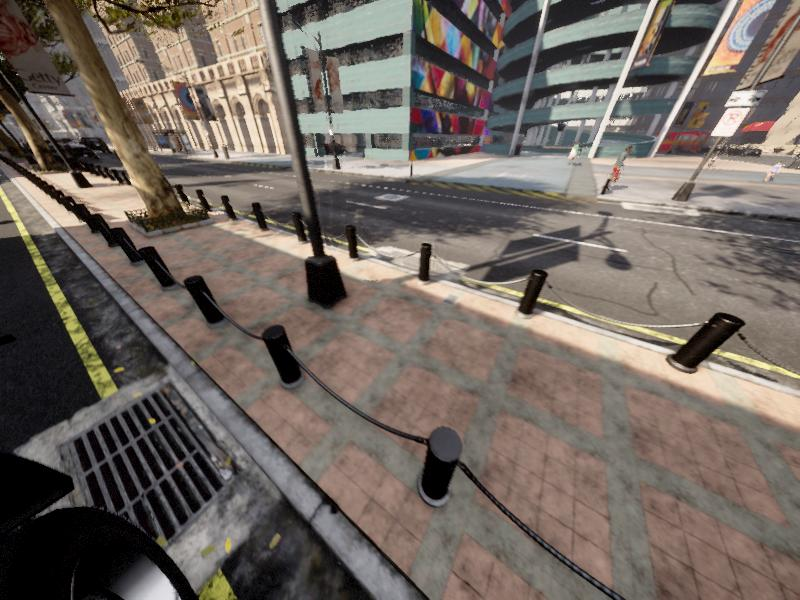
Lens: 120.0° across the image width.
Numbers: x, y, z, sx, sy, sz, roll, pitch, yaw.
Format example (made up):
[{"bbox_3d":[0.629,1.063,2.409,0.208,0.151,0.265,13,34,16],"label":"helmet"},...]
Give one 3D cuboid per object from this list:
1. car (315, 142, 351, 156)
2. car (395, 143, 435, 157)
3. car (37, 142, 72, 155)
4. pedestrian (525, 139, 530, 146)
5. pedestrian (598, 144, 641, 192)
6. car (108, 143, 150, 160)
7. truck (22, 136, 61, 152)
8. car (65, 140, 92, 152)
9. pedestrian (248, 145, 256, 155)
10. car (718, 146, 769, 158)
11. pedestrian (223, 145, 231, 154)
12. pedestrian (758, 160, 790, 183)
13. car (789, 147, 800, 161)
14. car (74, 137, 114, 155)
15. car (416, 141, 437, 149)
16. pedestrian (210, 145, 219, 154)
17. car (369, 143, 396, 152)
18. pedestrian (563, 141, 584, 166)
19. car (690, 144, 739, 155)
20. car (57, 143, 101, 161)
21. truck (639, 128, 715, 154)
[{"bbox_3d":[-9.937,-22.409,34.190,4.786,1.482,2.161,21,40,27],"label":"car"},{"bbox_3d":[2.003,-20.689,31.781,4.902,1.511,2.128,21,40,27],"label":"car"},{"bbox_3d":[-50.506,-22.188,33.770,4.181,1.385,1.994,21,40,27],"label":"car"},{"bbox_3d":[41.793,-51.694,75.732,0.751,1.860,0.751,19,39,24],"label":"pedestrian"},{"bbox_3d":[10.236,-6.165,10.831,0.751,1.860,0.751,23,41,29],"label":"pedestrian"},{"bbox_3d":[-31.725,-17.392,27.048,3.806,1.475,1.970,21,40,27],"label":"car"},{"bbox_3d":[-60.078,-26.175,38.728,6.274,2.098,2.390,21,40,27],"label":"truck"},{"bbox_3d":[-55.303,-26.532,39.740,3.705,1.549,1.789,21,40,27],"label":"car"},{"bbox_3d":[-19.929,-20.171,31.114,0.500,1.100,0.500,23,41,28],"label":"pedestrian"},{"bbox_3d":[54.617,-23.728,36.878,1.994,1.385,4.181,3,35,3],"label":"car"},{"bbox_3d":[-25.120,-21.865,33.475,0.500,1.100,0.500,-28,44,-34],"label":"pedestrian"},{"bbox_3d":[22.015,-7.582,13.604,0.500,1.100,0.500,-23,41,-29],"label":"pedestrian"},{"bbox_3d":[53.036,-18.427,29.178,1.789,1.549,3.705,10,37,14],"label":"car"},{"bbox_3d":[-45.420,-22.910,34.271,5.566,2.045,2.150,21,40,27],"label":"car"},{"bbox_3d":[6.274,-36.946,54.977,4.514,1.523,2.007,21,40,27],"label":"car"},{"bbox_3d":[-25.773,-20.887,32.080,0.500,1.100,0.500,23,41,29],"label":"pedestrian"},{"bbox_3d":[-3.190,-27.781,41.960,4.718,1.301,1.895,21,40,27],"label":"car"},{"bbox_3d":[15.679,-13.221,20.894,0.751,1.860,0.751,10,36,14],"label":"pedestrian"},{"bbox_3d":[58.187,-27.966,42.858,2.128,1.511,4.902,-5,36,-8],"label":"car"},{"bbox_3d":[-36.072,-16.658,25.954,4.892,1.490,1.837,21,40,27],"label":"car"},{"bbox_3d":[53.933,-31.348,45.548,2.891,3.827,8.468,-10,36,-14],"label":"truck"}]
